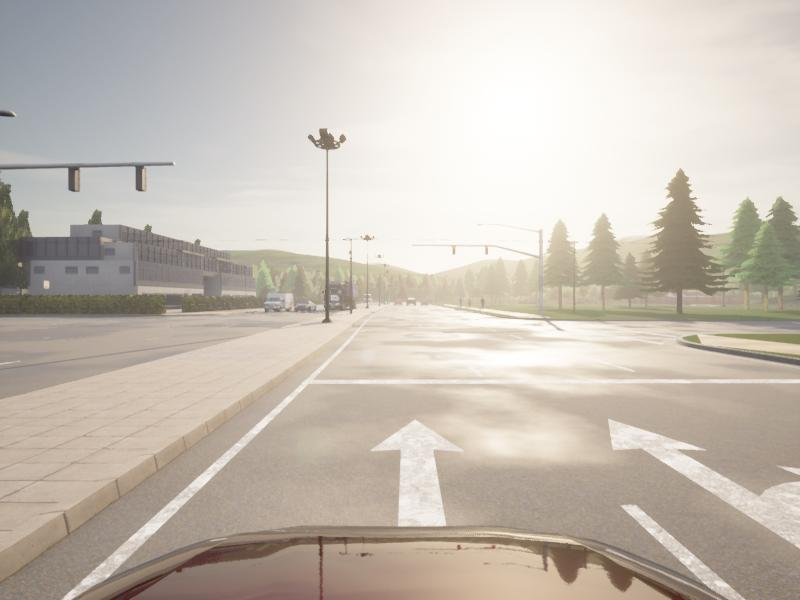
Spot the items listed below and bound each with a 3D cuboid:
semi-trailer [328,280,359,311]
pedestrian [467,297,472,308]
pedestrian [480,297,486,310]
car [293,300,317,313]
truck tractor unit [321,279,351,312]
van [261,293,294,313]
[{"bbox_3d":[-8.719,-0.669,63.425,2.717,4.402,14.254,0,0,1],"label":"semi-trailer"},{"bbox_3d":[12.070,0.431,69.003,0.751,1.860,0.751,0,0,2],"label":"pedestrian"},{"bbox_3d":[11.871,0.440,57.239,0.751,1.860,0.751,0,0,2],"label":"pedestrian"},{"bbox_3d":[-12.317,0.785,52.194,2.038,1.542,4.974,0,0,0],"label":"car"},{"bbox_3d":[-8.796,-0.566,55.509,3.053,4.208,6.516,0,0,1],"label":"truck tractor unit"},{"bbox_3d":[-15.819,0.337,52.169,2.351,2.431,6.366,0,0,0],"label":"van"}]
